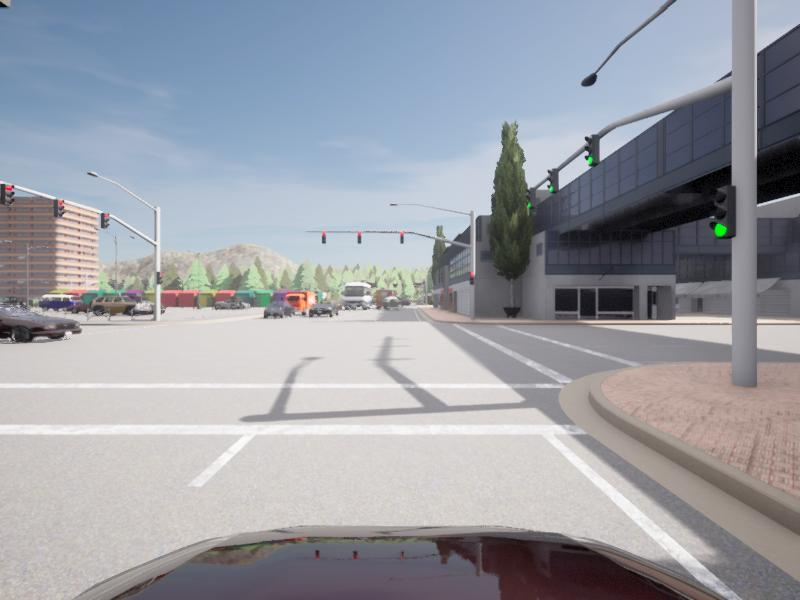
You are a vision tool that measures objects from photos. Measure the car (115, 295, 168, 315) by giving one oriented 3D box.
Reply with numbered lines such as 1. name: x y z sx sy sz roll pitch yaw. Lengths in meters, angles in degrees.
1. car: -24.890 0.499 38.658 3.866 1.878 1.905 0 0 0

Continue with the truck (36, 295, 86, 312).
1. truck: -42.378 0.402 50.062 4.478 2.038 2.069 0 0 0

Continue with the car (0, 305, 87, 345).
1. car: -15.399 0.895 15.124 5.357 1.411 2.033 0 0 -6

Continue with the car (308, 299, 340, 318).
1. car: -7.093 0.780 37.843 2.152 1.651 5.027 0 0 0

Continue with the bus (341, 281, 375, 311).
1. bus: -6.341 -0.535 62.380 3.944 4.253 10.273 0 0 2

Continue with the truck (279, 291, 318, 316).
1. truck: -10.505 0.354 41.769 2.627 2.467 5.204 0 0 1

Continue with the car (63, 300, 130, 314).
1. car: -31.328 0.732 41.381 5.357 1.415 2.033 0 0 0

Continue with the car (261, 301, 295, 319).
1. car: -10.616 0.826 34.976 1.845 1.501 3.633 0 0 1

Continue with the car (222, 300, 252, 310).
1. car: -24.893 0.738 61.177 3.806 1.475 1.970 0 0 0

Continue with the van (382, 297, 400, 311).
1. van: -1.464 0.574 62.234 2.069 2.038 4.480 0 0 -11

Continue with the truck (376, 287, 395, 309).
1. truck: -2.633 -0.325 74.493 2.891 3.827 8.468 0 0 2

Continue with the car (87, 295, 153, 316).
1. car: -24.947 0.497 35.764 4.605 1.855 1.932 0 0 0

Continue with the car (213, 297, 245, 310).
1. car: -24.907 0.499 58.282 3.866 1.878 1.905 0 0 0
